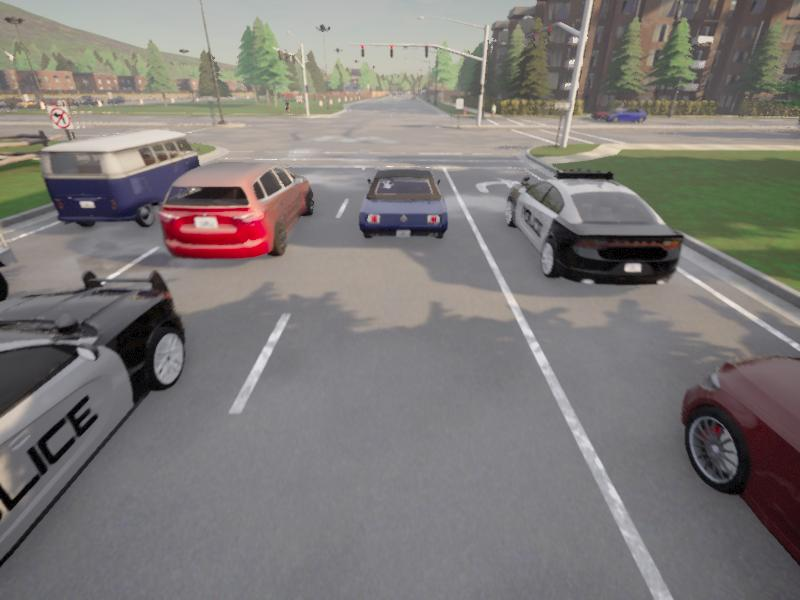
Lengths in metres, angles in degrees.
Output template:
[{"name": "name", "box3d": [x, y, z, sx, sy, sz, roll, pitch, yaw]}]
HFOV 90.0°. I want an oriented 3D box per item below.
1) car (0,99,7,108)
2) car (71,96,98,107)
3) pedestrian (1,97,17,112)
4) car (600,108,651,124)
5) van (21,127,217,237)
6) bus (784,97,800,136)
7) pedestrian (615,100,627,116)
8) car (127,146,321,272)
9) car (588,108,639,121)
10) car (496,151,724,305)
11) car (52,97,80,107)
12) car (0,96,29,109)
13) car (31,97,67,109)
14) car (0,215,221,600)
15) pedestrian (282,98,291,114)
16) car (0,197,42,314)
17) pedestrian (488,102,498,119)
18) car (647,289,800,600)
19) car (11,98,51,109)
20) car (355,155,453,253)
[{"name": "car", "box3d": [-71.181, -34.064, 69.348, 1.816, 1.474, 4.193, 0, 28, 0]}, {"name": "car", "box3d": [-60.624, -38.202, 76.946, 1.905, 1.878, 3.866, 0, 28, 0]}, {"name": "pedestrian", "box3d": [-54.229, -27.150, 55.495, 0.751, 1.860, 0.751, 2, 28, 4]}, {"name": "car", "box3d": [24.405, -20.016, 43.387, 4.193, 1.474, 1.816, 0, 28, 0]}, {"name": "van", "box3d": [-6.895, -3.345, 10.648, 1.775, 1.987, 4.442, 0, 28, 0]}, {"name": "bus", "box3d": [36.168, -14.297, 29.562, 10.273, 4.253, 3.944, 0, 28, 0]}, {"name": "pedestrian", "box3d": [28.980, -25.131, 52.419, 0.751, 1.860, 0.751, 1, 28, 1]}, {"name": "car", "box3d": [-3.416, -2.331, 9.081, 2.242, 1.667, 4.611, 0, 28, 0]}, {"name": "car", "box3d": [24.786, -21.556, 46.532, 4.718, 1.301, 1.895, 0, 28, 0]}, {"name": "car", "box3d": [3.576, -1.867, 8.293, 1.930, 1.638, 5.238, 0, 28, 0]}, {"name": "car", "box3d": [-64.127, -38.003, 76.901, 1.851, 1.617, 3.988, 0, 28, 0]}, {"name": "car", "box3d": [-67.681, -34.332, 69.470, 1.932, 1.855, 4.605, 0, 28, 0]}, {"name": "car", "box3d": [-60.682, -34.153, 69.289, 2.097, 1.767, 4.553, 0, 28, 0]}, {"name": "car", "box3d": [-3.485, 0.917, 2.900, 1.930, 1.638, 5.238, 0, 28, 0]}, {"name": "pedestrian", "box3d": [-14.987, -25.651, 52.998, 0.751, 1.860, 0.751, 2, 28, 4]}, {"name": "car", "box3d": [-6.971, 0.071, 4.229, 1.932, 1.855, 4.605, 1, 28, 0]}, {"name": "pedestrian", "box3d": [11.231, -22.927, 48.363, 0.751, 1.860, 0.751, -2, 28, -4]}, {"name": "car", "box3d": [3.495, 1.636, 1.804, 1.812, 1.442, 4.674, 0, 28, 0]}, {"name": "car", "box3d": [-64.179, -34.277, 69.758, 1.801, 1.575, 5.366, 0, 28, 0]}, {"name": "car", "box3d": [0.095, -2.658, 10.146, 1.895, 1.301, 4.718, 0, 28, 0]}]
